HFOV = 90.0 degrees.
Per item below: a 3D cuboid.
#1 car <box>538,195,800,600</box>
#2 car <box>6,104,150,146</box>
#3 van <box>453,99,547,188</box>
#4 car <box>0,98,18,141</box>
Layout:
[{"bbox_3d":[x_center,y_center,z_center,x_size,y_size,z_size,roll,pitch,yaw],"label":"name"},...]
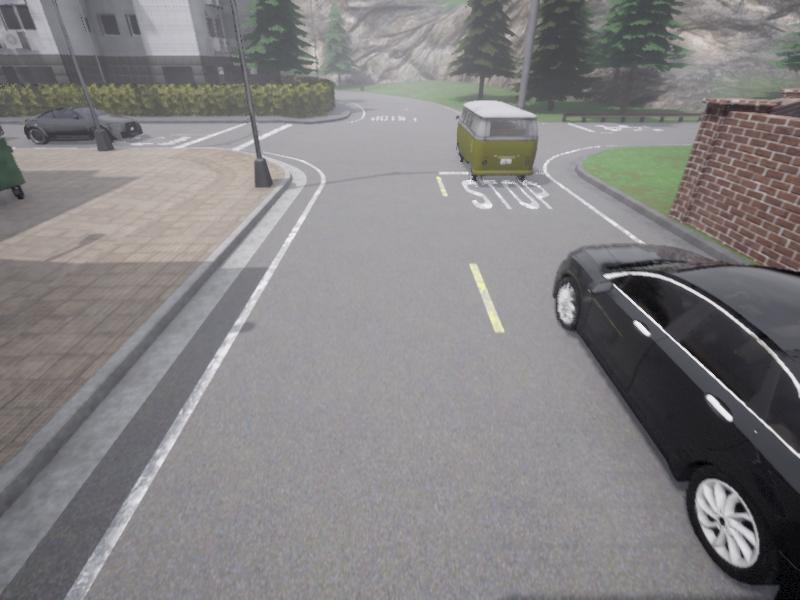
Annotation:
[{"bbox_3d":[3.083,0.466,3.722,1.837,1.490,4.892,0,31,-1],"label":"car"},{"bbox_3d":[-13.596,-7.537,17.172,4.181,1.385,1.994,-1,30,-1],"label":"car"},{"bbox_3d":[2.938,-5.216,12.924,1.775,1.987,4.442,0,31,-1],"label":"van"},{"bbox_3d":[-19.841,-7.573,16.934,4.611,1.667,2.242,-1,30,-2],"label":"car"}]
